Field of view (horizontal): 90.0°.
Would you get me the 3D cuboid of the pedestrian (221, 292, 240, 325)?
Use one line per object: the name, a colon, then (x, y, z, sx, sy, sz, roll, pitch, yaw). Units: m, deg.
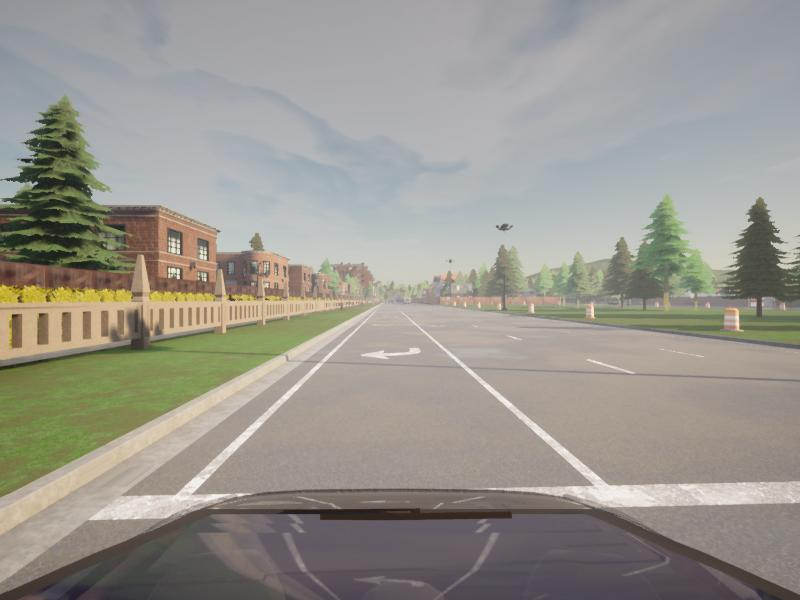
pedestrian: (-9.857, 0.485, 23.291, 0.751, 1.860, 0.751, 0, 0, 0)

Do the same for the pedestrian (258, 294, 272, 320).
pedestrian: (-9.888, 0.485, 29.299, 0.751, 1.860, 0.751, 0, 0, -3)
